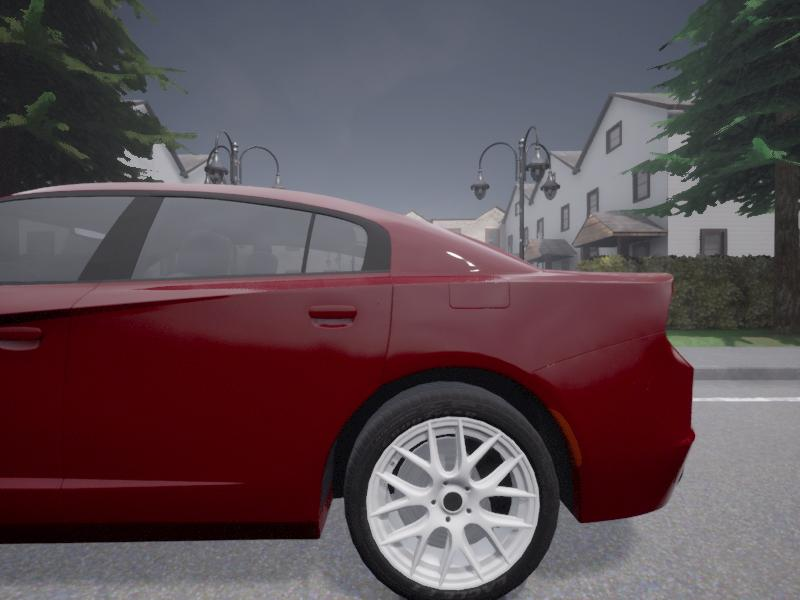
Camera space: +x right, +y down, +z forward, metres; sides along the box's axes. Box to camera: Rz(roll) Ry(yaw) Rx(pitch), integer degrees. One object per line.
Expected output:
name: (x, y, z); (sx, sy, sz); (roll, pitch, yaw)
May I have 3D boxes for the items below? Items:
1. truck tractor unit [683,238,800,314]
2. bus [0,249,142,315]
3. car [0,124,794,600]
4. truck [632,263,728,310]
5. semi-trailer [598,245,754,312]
truck tractor unit: (22.008, -1.314, 25.560); (3.053, 4.208, 6.516); (0, 0, -2)
bus: (-25.154, -1.150, 30.753); (3.944, 4.253, 10.273); (0, 0, 0)
car: (-1.271, 0.223, 2.175); (5.008, 1.535, 1.882); (0, 0, -1)
truck: (25.495, -1.112, 37.157); (2.891, 3.827, 8.468); (0, 0, -1)
semi-trailer: (21.689, -1.409, 33.465); (2.717, 4.402, 14.254); (0, 0, -2)
